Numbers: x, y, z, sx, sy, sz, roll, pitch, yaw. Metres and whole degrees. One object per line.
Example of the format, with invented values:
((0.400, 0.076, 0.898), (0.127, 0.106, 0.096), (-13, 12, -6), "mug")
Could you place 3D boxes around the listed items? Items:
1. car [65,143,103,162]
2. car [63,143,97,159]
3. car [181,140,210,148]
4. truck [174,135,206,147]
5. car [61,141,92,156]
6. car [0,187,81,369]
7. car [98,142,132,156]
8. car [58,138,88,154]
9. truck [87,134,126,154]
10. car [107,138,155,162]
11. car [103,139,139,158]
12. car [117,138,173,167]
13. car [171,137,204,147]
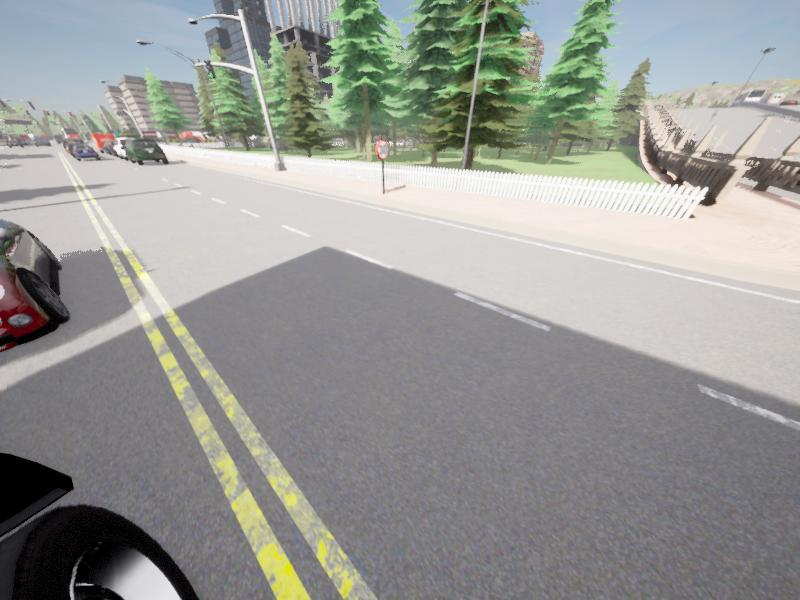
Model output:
((-34.308, -16.061, 25.082), (3.705, 1.549, 1.789), (25, 42, 31), "car")
((-39.223, -18.336, 28.337), (4.193, 1.474, 1.816), (25, 42, 31), "car")
((-50.565, -38.740, 57.314), (2.163, 1.488, 4.792), (24, 41, 30), "car")
((-55.511, -42.070, 61.150), (2.627, 2.467, 5.204), (24, 41, 30), "truck")
((-44.652, -20.932, 31.882), (5.366, 1.575, 1.801), (25, 42, 31), "car")
((-6.404, -0.326, 3.040), (3.806, 1.475, 1.970), (25, 42, 31), "car")
((-40.999, -21.757, 33.192), (4.792, 1.488, 2.163), (25, 42, 31), "car")
((-50.128, -23.629, 35.403), (4.605, 1.855, 1.932), (25, 42, 31), "car")
((-45.954, -24.493, 36.173), (5.204, 2.467, 2.627), (25, 42, 31), "truck")
((-30.282, -16.953, 25.977), (5.566, 2.045, 2.150), (25, 42, 31), "car")
((-35.920, -19.534, 29.736), (4.605, 1.855, 1.932), (25, 42, 31), "car")
((-24.600, -14.287, 22.242), (5.566, 2.045, 2.150), (25, 42, 31), "car")
((-53.690, -39.953, 58.510), (2.150, 2.045, 5.566), (24, 41, 30), "car")
